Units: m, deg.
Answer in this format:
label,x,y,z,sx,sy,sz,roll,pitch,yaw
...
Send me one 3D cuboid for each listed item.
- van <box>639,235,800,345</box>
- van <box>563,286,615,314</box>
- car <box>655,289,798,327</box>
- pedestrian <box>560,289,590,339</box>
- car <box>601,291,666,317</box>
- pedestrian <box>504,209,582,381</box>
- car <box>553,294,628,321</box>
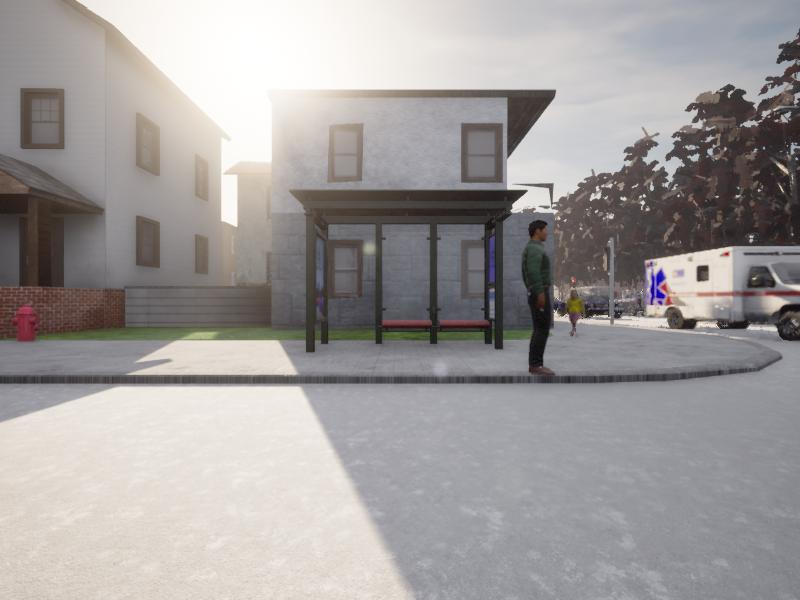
label,x,y,z,sx,sy,sz,roll,pitch,yaw
van,10.050,-0.222,11.727,2.351,2.431,6.366,0,0,1
van,14.274,-0.002,30.573,1.775,1.987,4.442,0,0,-2
car,13.945,0.295,17.673,2.033,1.411,5.357,0,0,2
pedestrian,3.964,0.305,9.041,0.500,1.100,0.500,0,0,40
car,14.194,0.227,24.567,1.845,1.501,3.633,0,0,-1
pedestrian,1.661,-0.054,4.766,0.751,1.860,0.751,0,0,9
car,10.138,0.344,21.749,1.895,1.301,4.718,0,0,1
